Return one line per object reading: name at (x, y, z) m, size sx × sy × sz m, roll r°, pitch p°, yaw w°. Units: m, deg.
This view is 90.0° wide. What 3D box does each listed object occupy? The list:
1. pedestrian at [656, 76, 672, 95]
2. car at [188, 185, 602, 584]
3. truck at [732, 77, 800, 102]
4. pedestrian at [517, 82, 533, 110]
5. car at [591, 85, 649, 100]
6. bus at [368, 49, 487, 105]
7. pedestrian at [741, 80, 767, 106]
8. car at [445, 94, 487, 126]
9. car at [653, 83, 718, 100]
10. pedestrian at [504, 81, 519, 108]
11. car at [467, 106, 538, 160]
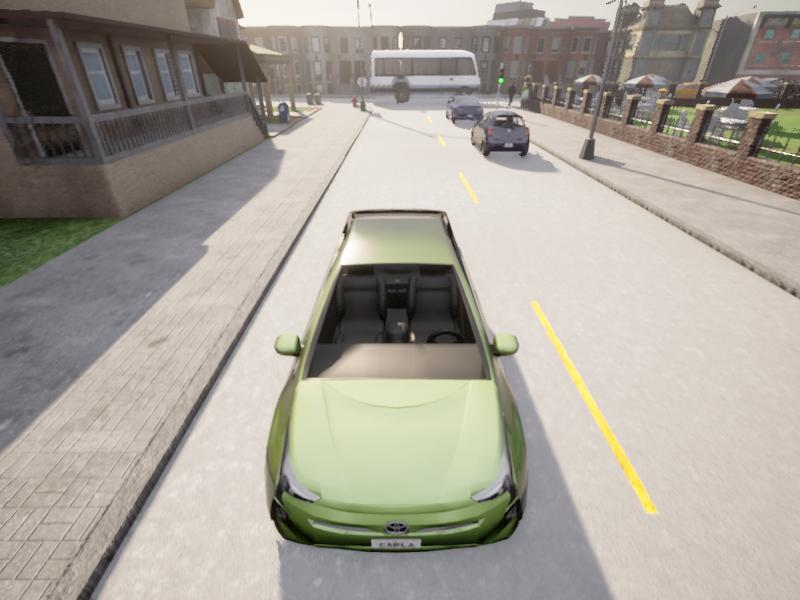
pedestrian at (30.412, -24.672, 46.069) m, size 0.751 × 1.860 × 0.751 m, roll -4°, pitch 31°, yaw -7°
car at (-0.028, 0.123, 4.275) m, size 2.007 × 1.525 × 4.514 m, roll 0°, pitch 30°, yaw 0°
truck at (38.591, -21.677, 41.158) m, size 6.274 × 2.098 × 2.390 m, roll 0°, pitch 30°, yaw 0°
pedestrian at (9.419, -15.439, 30.267) m, size 0.751 × 1.860 × 0.751 m, roll 1°, pitch 30°, yaw 1°
car at (22.646, -21.376, 41.248) m, size 4.718 × 1.301 × 1.895 m, roll 0°, pitch 30°, yaw 0°
bus at (2.370, -20.686, 37.140) m, size 10.273 × 4.253 × 3.944 m, roll 0°, pitch 30°, yaw 0°
pedestrian at (29.618, -17.296, 33.465) m, size 0.751 × 1.860 × 0.751 m, roll -1°, pitch 30°, yaw -2°
car at (3.989, -11.907, 24.914) m, size 1.812 × 1.442 × 4.674 m, roll 0°, pitch 30°, yaw -1°
car at (29.357, -21.498, 41.220) m, size 5.008 × 1.535 × 1.882 m, roll 0°, pitch 30°, yaw 0°
pedestrian at (8.817, -16.297, 31.733) m, size 0.751 × 1.860 × 0.751 m, roll 1°, pitch 30°, yaw 1°
car at (3.967, -6.803, 16.108) m, size 1.845 × 1.501 × 3.633 m, roll 0°, pitch 30°, yaw 0°
